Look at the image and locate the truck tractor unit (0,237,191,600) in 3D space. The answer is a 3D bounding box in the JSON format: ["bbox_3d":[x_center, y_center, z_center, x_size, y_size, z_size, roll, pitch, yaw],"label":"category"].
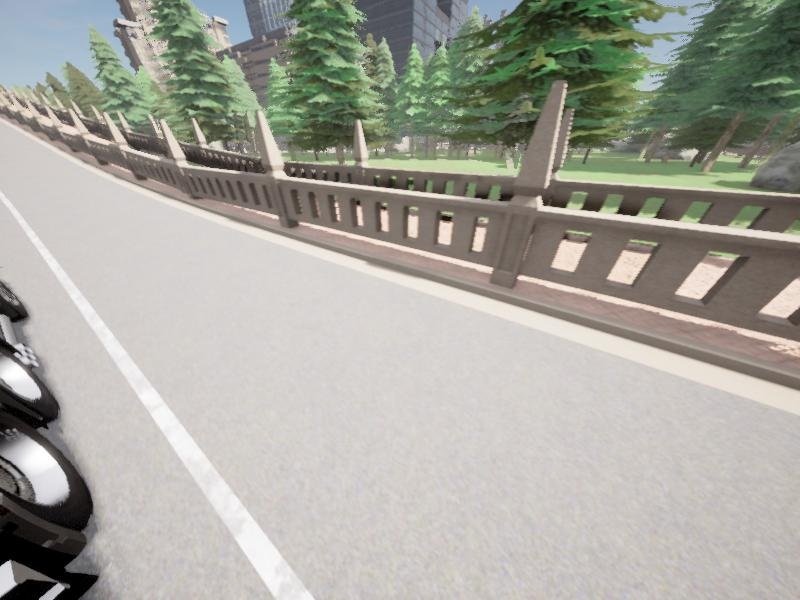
[{"bbox_3d":[-5.060,-0.348,0.849,6.516,4.208,3.053,20,39,26],"label":"truck tractor unit"}]
